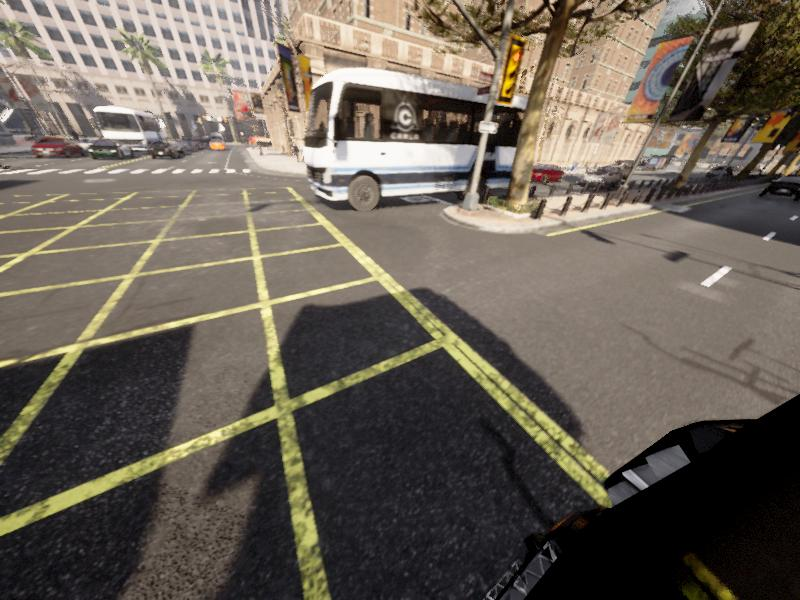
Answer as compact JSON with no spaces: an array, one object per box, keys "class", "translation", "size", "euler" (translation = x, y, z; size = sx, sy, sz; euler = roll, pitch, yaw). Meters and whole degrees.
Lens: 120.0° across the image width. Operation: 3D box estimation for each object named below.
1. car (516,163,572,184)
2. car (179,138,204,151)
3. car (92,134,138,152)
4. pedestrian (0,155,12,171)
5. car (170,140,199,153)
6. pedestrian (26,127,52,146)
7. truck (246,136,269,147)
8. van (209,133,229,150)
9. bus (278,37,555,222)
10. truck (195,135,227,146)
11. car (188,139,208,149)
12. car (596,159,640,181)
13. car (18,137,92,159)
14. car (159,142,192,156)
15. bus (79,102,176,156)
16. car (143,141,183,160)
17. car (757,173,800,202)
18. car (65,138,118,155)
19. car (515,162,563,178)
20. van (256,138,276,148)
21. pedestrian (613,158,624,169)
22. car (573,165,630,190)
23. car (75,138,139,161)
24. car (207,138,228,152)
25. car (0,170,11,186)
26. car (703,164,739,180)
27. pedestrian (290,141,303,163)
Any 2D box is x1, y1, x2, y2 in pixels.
[{"class":"car","translation":[12.644,-11.144,20.329],"size":[4.181,1.385,1.994],"euler":[-16,38,-26]},{"class":"car","translation":[-34.333,-25.739,38.199],"size":[2.152,1.651,5.027],"euler":[-15,38,-25]},{"class":"car","translation":[-36.737,-20.378,29.962],"size":[2.242,1.667,4.611],"euler":[-16,38,-25]},{"class":"pedestrian","translation":[-22.626,-8.055,12.457],"size":[0.751,1.860,0.751],"euler":[-17,38,-27]},{"class":"car","translation":[-30.731,-22.041,33.166],"size":[2.033,1.411,5.357],"euler":[-16,38,-26]},{"class":"pedestrian","translation":[-45.607,-20.645,29.175],"size":[0.751,1.860,0.751],"euler":[-4,34,-11]},{"class":"truck","translation":[-43.131,-48.015,70.004],"size":[5.204,2.467,2.627],"euler":[-16,38,-26]},{"class":"van","translation":[-34.733,-30.478,44.420],"size":[1.988,2.561,5.915],"euler":[-16,38,-26]},{"class":"bus","translation":[1.048,-6.697,10.172],"size":[10.273,4.253,3.944],"euler":[-17,38,-25]},{"class":"truck","translation":[-48.295,-40.901,59.307],"size":[2.390,2.098,6.274],"euler":[6,34,4]},{"class":"car","translation":[-38.082,-29.437,43.631],"size":[2.033,1.411,5.357],"euler":[-16,38,-26]},{"class":"car","translation":[24.733,-14.805,26.275],"size":[3.866,1.878,1.905],"euler":[-16,38,-26]},{"class":"car","translation":[-29.808,-13.344,20.208],"size":[1.812,1.442,4.674],"euler":[-16,38,-26]},{"class":"car","translation":[-27.190,-18.424,28.132],"size":[1.895,1.301,4.718],"euler":[-16,38,-26]},{"class":"bus","translation":[-31.214,-19.971,27.468],"size":[3.944,4.253,10.273],"euler":[-16,38,-26]},{"class":"car","translation":[-23.933,-15.247,23.483],"size":[1.816,1.474,4.193],"euler":[-16,38,-26]},{"class":"car","translation":[31.383,-9.148,18.577],"size":[5.238,1.638,1.930],"euler":[-17,39,-27]},{"class":"car","translation":[-33.259,-16.698,25.078],"size":[1.895,1.301,4.718],"euler":[-16,38,-26]},{"class":"car","translation":[14.734,-13.802,24.519],"size":[4.718,1.301,1.895],"euler":[-16,38,-26]},{"class":"van","translation":[-39.737,-46.544,68.470],"size":[4.480,2.038,2.069],"euler":[-16,38,-26]},{"class":"pedestrian","translation":[44.619,-27.966,47.204],"size":[0.751,1.860,0.751],"euler":[-9,35,-17]},{"class":"car","translation":[16.432,-10.064,18.870],"size":[3.633,1.501,1.845],"euler":[-16,38,-26]},{"class":"car","translation":[-26.251,-13.715,20.964],"size":[2.038,1.542,4.974],"euler":[-16,38,-26]},{"class":"car","translation":[-31.164,-26.577,39.546],"size":[2.097,1.767,4.553],"euler":[-16,38,-26]},{"class":"car","translation":[-16.759,-4.482,7.604],"size":[1.932,1.855,4.605],"euler":[-16,39,-26]},{"class":"car","translation":[48.532,-19.349,34.944],"size":[4.605,1.855,1.932],"euler":[-16,38,-26]},{"class":"pedestrian","translation":[-10.593,-15.128,23.691],"size":[0.751,1.860,0.751],"euler":[-16,38,-26]}]
